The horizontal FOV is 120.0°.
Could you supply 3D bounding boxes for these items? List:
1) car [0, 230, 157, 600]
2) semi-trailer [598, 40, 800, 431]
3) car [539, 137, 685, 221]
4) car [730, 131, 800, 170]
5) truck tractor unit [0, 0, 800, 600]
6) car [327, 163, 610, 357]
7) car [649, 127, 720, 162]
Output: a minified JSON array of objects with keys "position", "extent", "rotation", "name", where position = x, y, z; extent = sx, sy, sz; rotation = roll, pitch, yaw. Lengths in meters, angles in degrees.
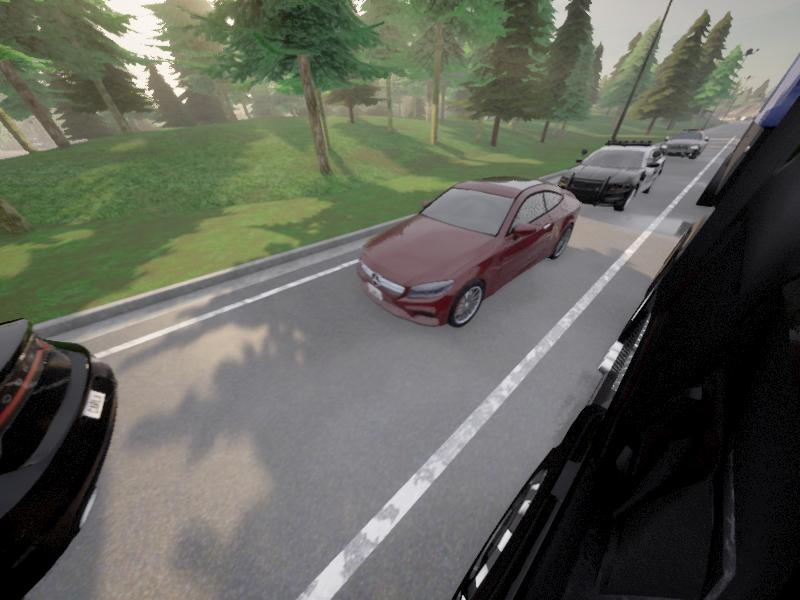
[{"position":[-4.216,1.623,0.256],"extent":[5.238,1.638,1.930],"rotation":[-28,43,-30],"name":"car"},{"position":[8.703,-3.577,4.261],"extent":[14.254,4.402,2.717],"rotation":[-28,43,-30],"name":"semi-trailer"},{"position":[7.039,-4.246,7.592],"extent":[5.238,1.638,1.930],"rotation":[-28,43,-30],"name":"car"},{"position":[19.621,-7.990,12.216],"extent":[4.181,1.385,1.994],"rotation":[-28,44,-31],"name":"car"},{"position":[2.645,-0.295,0.351],"extent":[6.516,4.208,3.053],"rotation":[-28,44,-30],"name":"truck tractor unit"},{"position":[1.452,-1.246,4.000],"extent":[4.674,1.442,1.812],"rotation":[-28,43,-30],"name":"car"},{"position":[18.989,-10.433,15.410],"extent":[4.974,1.542,2.038],"rotation":[-28,44,-30],"name":"car"}]
